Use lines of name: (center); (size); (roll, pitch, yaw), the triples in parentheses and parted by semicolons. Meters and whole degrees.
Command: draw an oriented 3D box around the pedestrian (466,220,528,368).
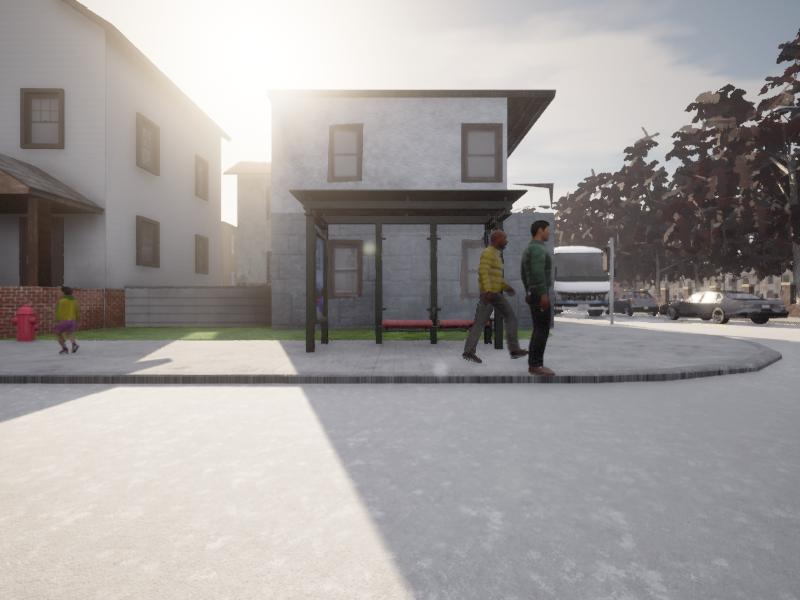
pedestrian: (1.294, -0.075, 5.448); (0.751, 1.860, 0.751); (0, 0, 8)

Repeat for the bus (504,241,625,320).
bus: (10.219, -1.140, 26.743); (3.944, 4.253, 10.273); (0, 1, 0)

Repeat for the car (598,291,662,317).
car: (14.186, 0.228, 24.950); (1.845, 1.501, 3.633); (0, 0, -1)

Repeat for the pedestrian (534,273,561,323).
pedestrian: (5.671, -0.075, 15.427); (0.751, 1.860, 0.751); (0, 0, -1)

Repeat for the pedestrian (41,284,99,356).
pedestrian: (-5.245, 0.305, 6.375); (0.500, 1.100, 0.500); (0, 0, 8)

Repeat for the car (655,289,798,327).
car: (13.943, 0.295, 17.675); (2.033, 1.411, 5.357); (0, 0, 2)

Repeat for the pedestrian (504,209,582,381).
pedestrian: (1.661, -0.054, 4.767); (0.751, 1.860, 0.751); (0, 0, 9)
